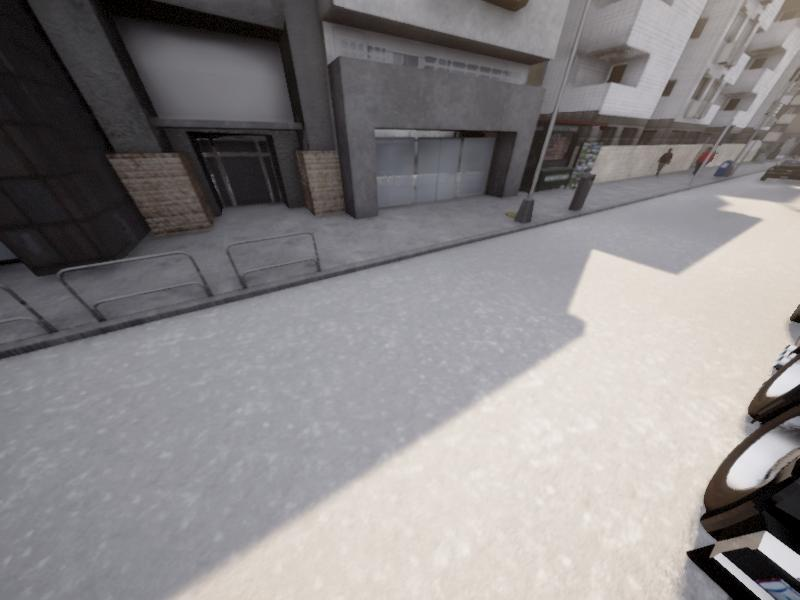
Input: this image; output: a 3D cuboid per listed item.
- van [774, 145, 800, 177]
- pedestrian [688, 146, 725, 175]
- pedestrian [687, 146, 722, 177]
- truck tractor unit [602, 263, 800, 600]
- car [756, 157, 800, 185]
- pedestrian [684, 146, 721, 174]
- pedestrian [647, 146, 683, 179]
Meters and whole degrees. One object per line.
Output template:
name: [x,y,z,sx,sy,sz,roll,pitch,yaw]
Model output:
van: [32.869,-11.100,18.408,4.480,2.038,2.069,-18,39,-24]
pedestrian: [23.628,-10.800,17.846,0.751,1.860,0.751,-10,36,-15]
pedestrian: [22.008,-10.029,16.725,0.751,1.860,0.751,-26,43,-33]
truck tractor unit: [5.107,-0.305,0.784,6.516,4.208,3.053,-18,39,-24]
car: [27.081,-8.907,15.867,4.718,1.301,1.895,-18,39,-24]
pedestrian: [23.920,-11.111,18.295,0.751,1.860,0.751,-3,35,-5]
pedestrian: [18.125,-9.444,15.859,0.751,1.860,0.751,-19,39,-25]
